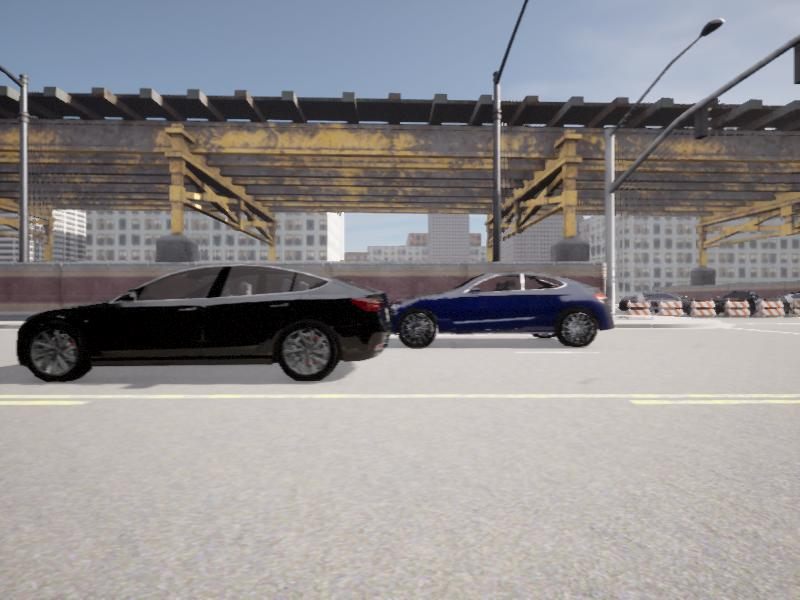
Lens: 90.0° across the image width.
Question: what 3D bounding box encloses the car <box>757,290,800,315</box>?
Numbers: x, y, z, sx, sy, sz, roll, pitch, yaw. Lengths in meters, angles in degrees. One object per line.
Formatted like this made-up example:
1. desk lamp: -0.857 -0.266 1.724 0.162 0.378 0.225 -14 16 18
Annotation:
1. car: 26.720 0.164 25.922 4.974 1.542 2.038 0 0 29

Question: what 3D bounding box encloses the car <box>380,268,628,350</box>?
1. car: 2.115 0.179 9.203 5.027 1.651 2.152 0 0 0

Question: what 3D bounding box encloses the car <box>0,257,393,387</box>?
1. car: -2.521 0.256 5.696 4.792 1.488 2.163 0 0 0

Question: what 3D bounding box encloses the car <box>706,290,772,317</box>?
1. car: 21.352 0.171 25.135 4.974 1.542 2.038 0 0 -36

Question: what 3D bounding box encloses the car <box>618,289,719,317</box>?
1. car: 16.744 0.177 25.127 4.974 1.542 2.038 0 0 44

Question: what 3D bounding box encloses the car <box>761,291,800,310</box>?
1. car: 26.674 0.007 25.946 4.536 1.218 1.853 0 0 29

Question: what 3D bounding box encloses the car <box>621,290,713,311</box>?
1. car: 16.706 0.019 25.163 4.536 1.218 1.853 0 0 44
